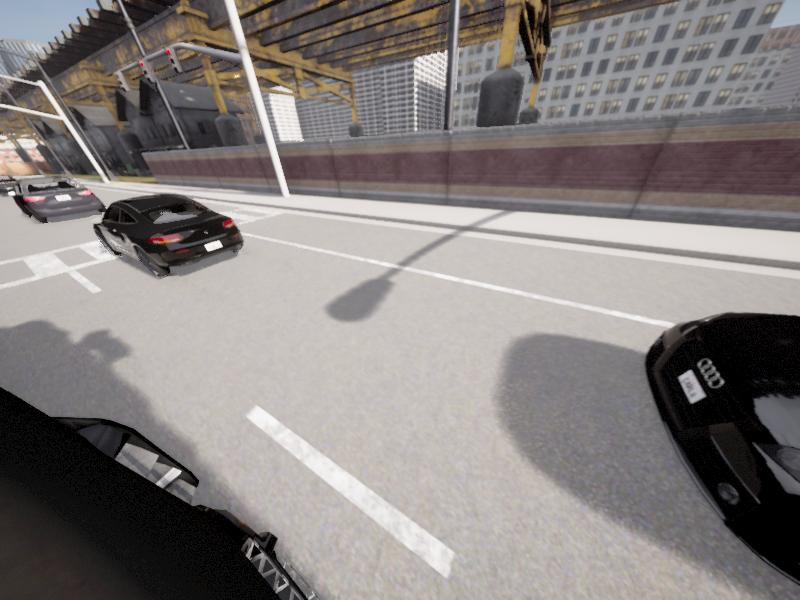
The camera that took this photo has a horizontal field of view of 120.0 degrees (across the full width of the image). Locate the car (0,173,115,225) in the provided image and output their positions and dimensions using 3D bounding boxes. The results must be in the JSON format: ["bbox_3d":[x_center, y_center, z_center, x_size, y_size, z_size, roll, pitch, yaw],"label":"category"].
[{"bbox_3d":[-16.614,-4.980,11.094,4.611,1.667,2.242,16,38,26],"label":"car"}]

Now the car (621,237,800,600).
[{"bbox_3d":[4.021,1.019,0.861,4.181,1.385,1.994,16,38,26],"label":"car"}]

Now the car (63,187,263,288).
[{"bbox_3d":[-5.975,-1.858,5.838,4.674,1.442,1.812,16,38,26],"label":"car"}]

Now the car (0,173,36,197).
[{"bbox_3d":[-34.465,-10.000,20.063,4.902,1.511,2.128,16,38,26],"label":"car"}]
